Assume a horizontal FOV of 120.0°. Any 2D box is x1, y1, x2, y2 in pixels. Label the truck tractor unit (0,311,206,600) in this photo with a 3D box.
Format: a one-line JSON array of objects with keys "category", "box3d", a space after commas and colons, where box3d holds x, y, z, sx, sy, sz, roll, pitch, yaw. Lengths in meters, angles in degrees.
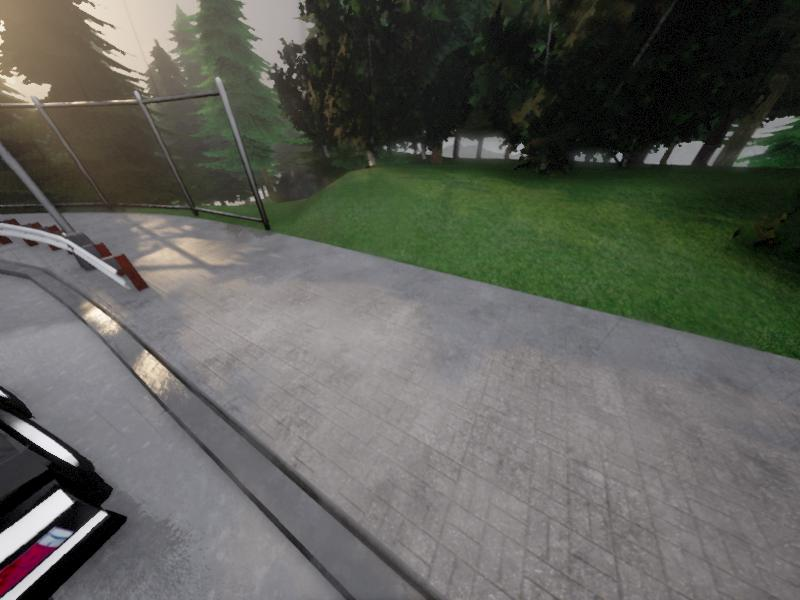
[{"category": "truck tractor unit", "box3d": [-5.216, -0.179, 0.602, 6.516, 4.208, 3.053, 14, 37, 18]}]
